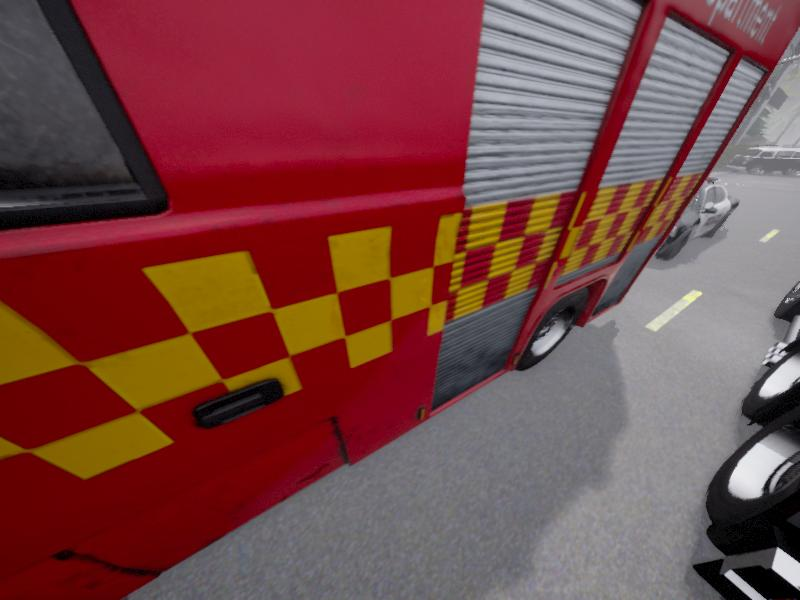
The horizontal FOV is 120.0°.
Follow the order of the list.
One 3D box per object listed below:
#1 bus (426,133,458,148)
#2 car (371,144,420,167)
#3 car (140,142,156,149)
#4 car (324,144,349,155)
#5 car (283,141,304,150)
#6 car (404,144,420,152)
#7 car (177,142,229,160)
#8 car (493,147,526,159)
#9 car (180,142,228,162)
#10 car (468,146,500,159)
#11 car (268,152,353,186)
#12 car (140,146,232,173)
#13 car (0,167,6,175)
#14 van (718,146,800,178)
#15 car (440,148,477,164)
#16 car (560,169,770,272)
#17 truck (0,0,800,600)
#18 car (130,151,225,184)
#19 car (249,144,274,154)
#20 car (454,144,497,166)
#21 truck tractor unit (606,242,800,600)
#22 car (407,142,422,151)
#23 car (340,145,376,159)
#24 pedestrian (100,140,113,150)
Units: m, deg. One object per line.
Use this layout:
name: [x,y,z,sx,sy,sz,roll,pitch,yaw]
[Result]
bus: [14.580,-54.952,79.673,10.273,4.253,3.944,-18,39,-25]
car: [-0.411,-14.916,23.748,4.605,1.855,1.932,-18,39,-24]
car: [-67.690,-41.511,62.117,1.816,1.474,4.193,-18,39,-24]
car: [-10.953,-26.104,40.128,3.633,1.501,1.845,-18,39,-24]
car: [-28.761,-41.806,62.531,4.605,1.855,1.932,-18,39,-25]
car: [2.872,-35.758,54.440,1.970,1.475,3.806,-18,39,-24]
car: [-25.230,-19.267,29.804,4.605,1.855,1.932,-18,39,-24]
car: [18.034,-24.507,38.351,2.007,1.525,4.514,-18,39,-24]
car: [-23.424,-17.956,27.899,3.866,1.878,1.905,-18,39,-24]
car: [13.867,-24.706,38.519,2.033,1.649,4.856,-18,38,-24]
car: [-5.629,-8.482,14.814,4.514,1.523,2.007,-18,39,-24]
car: [-17.045,-11.534,18.856,5.027,1.636,2.152,-18,39,-24]
car: [-31.539,-9.644,16.262,1.905,1.878,3.866,-18,39,-24]
van: [32.056,-12.050,20.046,4.480,2.038,2.069,8,38,9]
car: [6.919,-17.107,27.415,3.806,1.475,1.970,-18,39,-24]
car: [7.085,-2.444,6.228,4.974,1.542,2.038,-18,39,-24]
truck: [-1.100,-0.745,1.714,8.468,3.827,2.891,-18,39,-24]
car: [-13.565,-8.371,14.477,3.806,1.475,1.970,-18,39,-24]
car: [-26.461,-28.916,44.159,3.806,1.475,1.970,-18,39,-24]
car: [8.048,-15.516,24.640,3.866,1.878,1.905,-18,39,-24]
truck tractor unit: [5.069,-0.342,0.832,6.516,4.208,3.053,-20,40,-26]
car: [3.723,-39.121,58.916,1.905,1.878,3.866,-18,39,-24]
car: [-6.007,-21.143,33.002,4.514,1.523,2.007,-18,39,-24]
pedestrian: [-66.625,-35.236,52.473,0.751,1.860,0.751,-10,36,-15]
